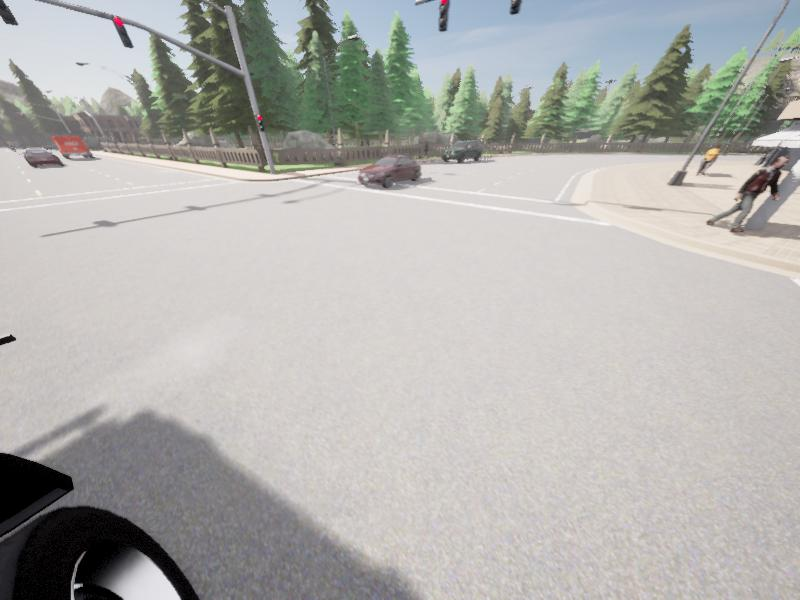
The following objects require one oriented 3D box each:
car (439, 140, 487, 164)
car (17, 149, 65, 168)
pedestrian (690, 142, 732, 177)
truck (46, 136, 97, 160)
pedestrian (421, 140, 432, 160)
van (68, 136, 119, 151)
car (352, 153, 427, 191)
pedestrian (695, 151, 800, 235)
[{"bbox_3d":[7.064,-16.471,25.630,5.566,2.045,2.150,-28,44,-34],"label":"car"},{"bbox_3d":[-36.137,-14.353,23.273,4.181,1.385,1.994,22,41,28],"label":"car"},{"bbox_3d":[20.195,-9.145,15.069,0.751,1.860,0.751,22,41,29],"label":"pedestrian"},{"bbox_3d":[-44.046,-20.440,30.980,5.204,2.467,2.627,22,40,28],"label":"truck"},{"bbox_3d":[3.086,-17.524,26.980,0.751,1.860,0.751,-26,42,-32],"label":"pedestrian"},{"bbox_3d":[-65.783,-33.698,49.816,1.988,2.561,5.915,22,40,28],"label":"van"},{"bbox_3d":[-0.411,-7.654,13.579,1.812,1.442,4.674,23,41,29],"label":"car"},{"bbox_3d":[9.135,-2.754,6.016,0.751,1.860,0.751,2,35,3],"label":"pedestrian"}]
